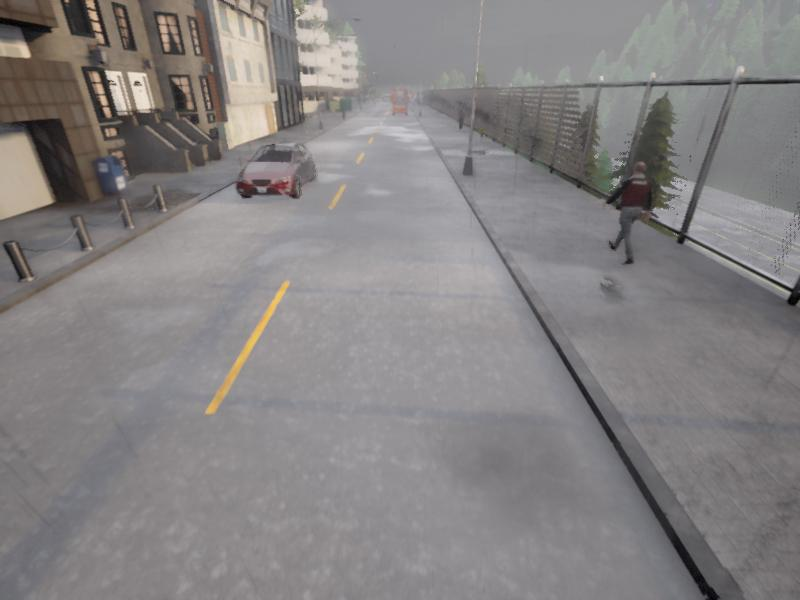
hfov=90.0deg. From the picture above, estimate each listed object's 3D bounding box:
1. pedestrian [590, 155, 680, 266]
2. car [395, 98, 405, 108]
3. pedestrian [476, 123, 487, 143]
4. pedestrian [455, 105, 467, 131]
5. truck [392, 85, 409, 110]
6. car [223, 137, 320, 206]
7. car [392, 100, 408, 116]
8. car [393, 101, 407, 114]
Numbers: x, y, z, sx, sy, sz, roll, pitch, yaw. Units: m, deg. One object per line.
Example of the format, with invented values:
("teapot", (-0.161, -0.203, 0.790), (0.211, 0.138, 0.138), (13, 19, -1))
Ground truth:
("pedestrian", (4.227, -1.631, 7.334), (0.751, 1.860, 0.751), (0, 28, 0))
("car", (0.014, -40.417, 82.030), (2.033, 1.649, 4.856), (0, 28, 0))
("pedestrian", (5.112, -10.439, 25.011), (0.500, 1.100, 0.500), (1, 28, 2))
("pedestrian", (4.915, -14.581, 32.115), (0.751, 1.860, 0.751), (2, 28, 3))
("truck", (0.021, -36.704, 72.565), (2.891, 3.827, 8.468), (0, 28, 0))
("car", (-3.992, -4.403, 13.283), (1.816, 1.474, 4.193), (0, 28, 0))
("car", (0.011, -27.028, 56.248), (2.097, 1.767, 4.553), (0, 27, 0))
("car", (0.011, -31.117, 64.567), (2.152, 1.651, 5.027), (0, 28, 0))
